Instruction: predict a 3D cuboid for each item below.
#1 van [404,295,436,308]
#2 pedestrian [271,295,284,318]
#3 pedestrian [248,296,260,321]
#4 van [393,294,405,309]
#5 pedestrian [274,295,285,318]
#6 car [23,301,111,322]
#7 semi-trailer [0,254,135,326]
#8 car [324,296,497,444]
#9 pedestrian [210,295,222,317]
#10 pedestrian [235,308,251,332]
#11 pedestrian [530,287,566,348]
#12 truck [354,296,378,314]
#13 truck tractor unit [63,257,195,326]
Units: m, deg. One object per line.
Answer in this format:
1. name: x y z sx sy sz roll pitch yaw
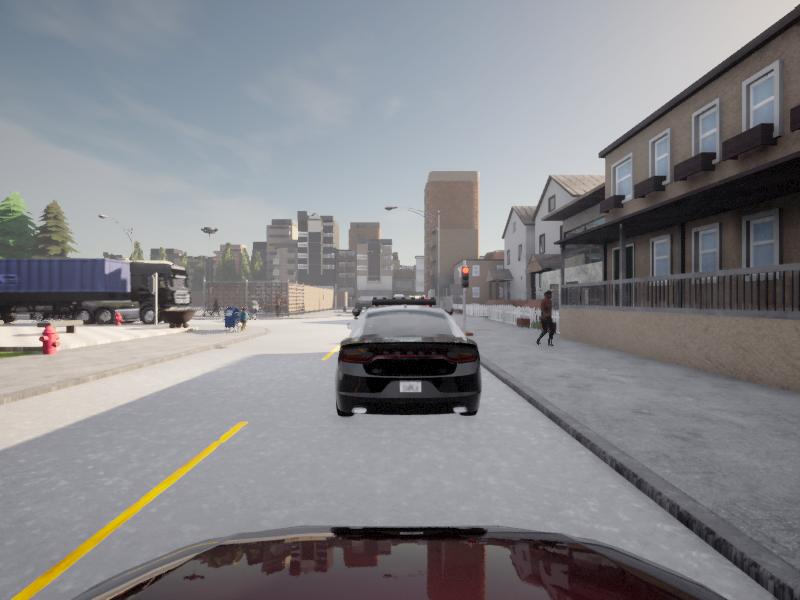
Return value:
1. van: 4.186 0.387 83.970 6.366 2.431 2.351 1 -9 -34
2. pedestrian: -10.138 0.534 33.092 0.751 1.860 0.751 0 0 20
3. pedestrian: -11.014 0.637 30.145 0.751 1.860 0.751 0 0 -30
4. van: -0.189 0.321 72.608 1.988 2.561 5.915 0 0 -1
5. pedestrian: -10.153 0.534 33.742 0.751 1.860 0.751 0 0 -1
6. car: -24.876 0.836 30.024 4.902 1.511 2.128 0 0 0
7. semi-trailer: -25.272 -0.618 25.927 14.254 4.402 2.717 0 0 -1
8. car: 0.062 0.771 7.066 1.930 1.638 5.238 0 0 -1
9. pedestrian: -16.197 0.534 35.169 0.751 1.860 0.751 0 0 -3
10. pedestrian: -7.181 0.904 18.317 0.500 1.100 0.500 0 0 11
11. pedestrian: 4.680 0.533 12.677 0.751 1.860 0.751 0 0 -21
12. truck: -4.111 0.542 49.206 2.390 2.098 6.274 0 0 0
13. truck tractor unit: -17.362 -0.519 26.023 6.516 4.208 3.053 0 0 0
